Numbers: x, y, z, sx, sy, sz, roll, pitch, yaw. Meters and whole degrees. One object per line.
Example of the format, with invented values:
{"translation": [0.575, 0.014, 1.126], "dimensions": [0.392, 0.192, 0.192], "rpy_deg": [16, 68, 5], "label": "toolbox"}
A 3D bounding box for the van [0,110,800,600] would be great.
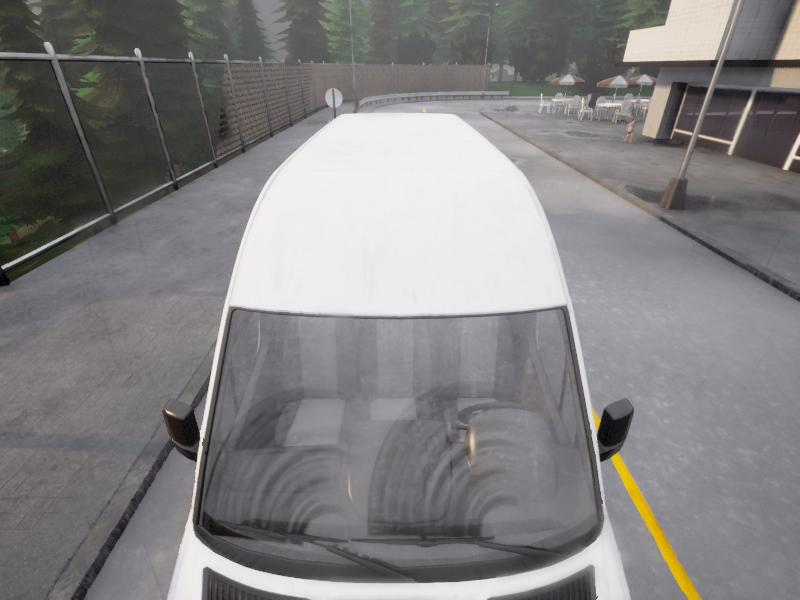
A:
{"translation": [-0.017, 0.047, 3.433], "dimensions": [1.988, 2.561, 5.915], "rpy_deg": [0, 30, 0], "label": "van"}

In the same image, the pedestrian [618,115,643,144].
{"translation": [9.949, -7.358, 17.277], "dimensions": [0.500, 1.100, 0.500], "rpy_deg": [1, 30, 2], "label": "pedestrian"}
